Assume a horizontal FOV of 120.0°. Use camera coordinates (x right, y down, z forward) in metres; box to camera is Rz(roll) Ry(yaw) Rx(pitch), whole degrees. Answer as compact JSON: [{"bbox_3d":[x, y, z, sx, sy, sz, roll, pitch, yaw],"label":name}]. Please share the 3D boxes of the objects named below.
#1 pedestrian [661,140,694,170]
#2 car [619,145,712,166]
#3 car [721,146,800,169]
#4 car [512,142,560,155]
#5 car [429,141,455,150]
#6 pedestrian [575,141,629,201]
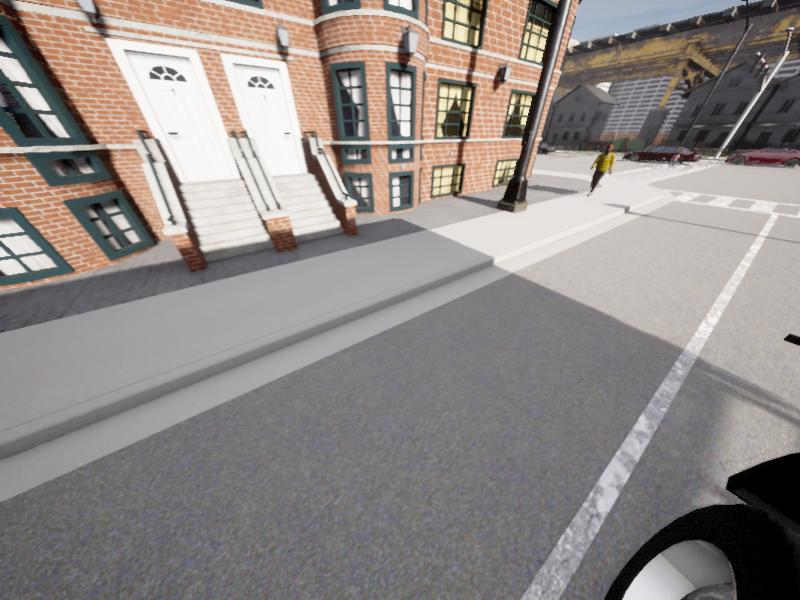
[{"bbox_3d":[20.972,-10.975,17.479,0.751,1.860,0.751,-21,40,-27],"label":"pedestrian"},{"bbox_3d":[24.394,-13.561,21.535,2.033,1.411,5.357,-21,40,-27],"label":"car"},{"bbox_3d":[30.533,-11.908,19.174,1.994,1.385,4.181,-21,40,-27],"label":"car"},{"bbox_3d":[19.228,-21.658,32.982,2.033,1.411,5.357,-21,40,-27],"label":"car"},{"bbox_3d":[8.334,-31.030,46.277,2.033,1.411,5.357,-22,41,-27],"label":"car"},{"bbox_3d":[7.589,-4.881,8.754,0.751,1.860,0.751,-26,43,-31],"label":"pedestrian"}]
